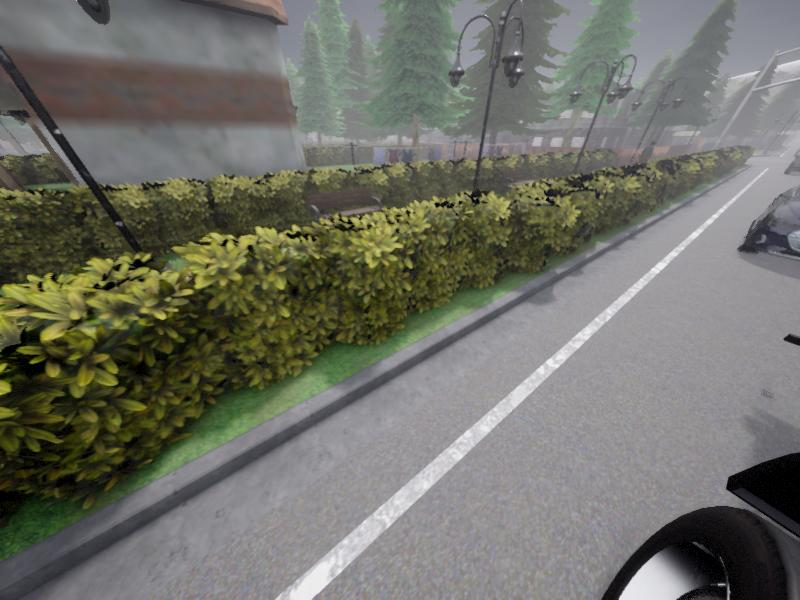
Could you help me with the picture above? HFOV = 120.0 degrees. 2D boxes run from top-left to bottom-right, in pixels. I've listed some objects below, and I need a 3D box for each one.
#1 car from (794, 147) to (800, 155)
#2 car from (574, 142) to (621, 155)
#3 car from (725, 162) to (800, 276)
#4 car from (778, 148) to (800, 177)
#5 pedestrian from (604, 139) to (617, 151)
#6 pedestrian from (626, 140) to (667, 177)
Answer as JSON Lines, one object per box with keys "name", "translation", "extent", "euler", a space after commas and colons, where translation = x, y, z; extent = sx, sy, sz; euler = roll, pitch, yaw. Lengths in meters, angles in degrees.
{"name": "car", "translation": [56.516, -20.988, 31.733], "extent": [5.366, 1.575, 1.801], "euler": [-22, 41, -28]}
{"name": "car", "translation": [31.974, -24.778, 37.642], "extent": [1.930, 1.638, 5.238], "euler": [-18, 39, -23]}
{"name": "car", "translation": [9.854, -1.926, 5.146], "extent": [4.856, 1.649, 2.033], "euler": [-22, 41, -28]}
{"name": "car", "translation": [28.161, -9.341, 15.619], "extent": [4.902, 1.511, 2.128], "euler": [-22, 41, -28]}
{"name": "pedestrian", "translation": [37.313, -27.526, 40.995], "extent": [0.751, 1.860, 0.751], "euler": [-14, 37, -18]}
{"name": "pedestrian", "translation": [14.829, -8.526, 13.960], "extent": [0.751, 1.860, 0.751], "euler": [-11, 37, -15]}
